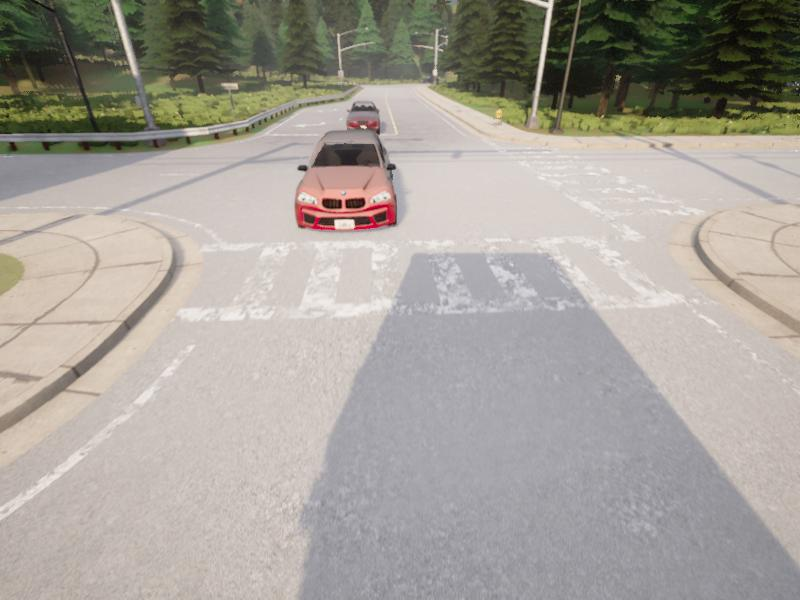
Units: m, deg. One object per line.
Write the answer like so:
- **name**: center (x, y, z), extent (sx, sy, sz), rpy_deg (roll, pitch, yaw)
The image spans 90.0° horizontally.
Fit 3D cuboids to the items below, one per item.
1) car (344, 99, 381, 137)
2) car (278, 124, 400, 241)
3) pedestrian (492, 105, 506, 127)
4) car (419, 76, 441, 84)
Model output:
- **car**: center (-1.985, -10.064, 21.939), extent (1.816, 1.474, 4.193), rpy_deg (-2, 30, -3)
- **car**: center (-1.241, -3.119, 9.816), extent (2.242, 1.667, 4.611), rpy_deg (-2, 30, -3)
- **pedestrian**: center (5.457, -10.185, 22.151), extent (0.500, 1.100, 0.500), rpy_deg (-4, 30, -6)
- **car**: center (6.410, -47.285, 85.944), extent (4.674, 1.442, 1.812), rpy_deg (-22, 37, -33)
